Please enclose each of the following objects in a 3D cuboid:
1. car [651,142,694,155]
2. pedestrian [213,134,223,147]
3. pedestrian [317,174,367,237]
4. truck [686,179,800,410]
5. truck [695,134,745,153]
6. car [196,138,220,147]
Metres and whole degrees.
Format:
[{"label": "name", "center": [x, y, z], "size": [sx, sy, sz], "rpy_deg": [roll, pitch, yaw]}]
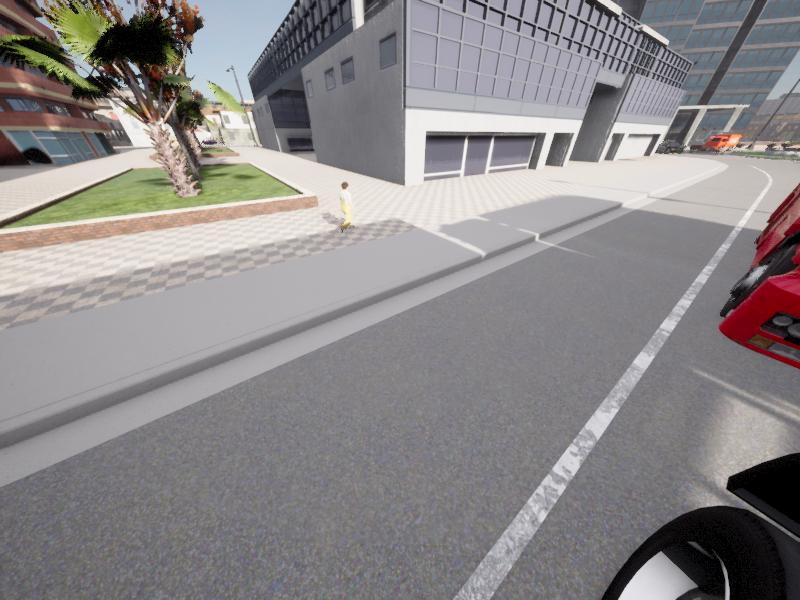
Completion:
[{"label": "car", "center": [41.326, -23.207, 35.270], "size": [2.038, 1.542, 4.974], "rpy_deg": [10, 37, 15]}, {"label": "pedestrian", "center": [-30.702, -26.879, 38.961], "size": [0.751, 1.860, 0.751], "rpy_deg": [-22, 41, -28]}, {"label": "pedestrian", "center": [-1.439, -2.442, 5.937], "size": [0.751, 1.300, 0.751], "rpy_deg": [22, 41, 29]}, {"label": "truck", "center": [7.861, -1.570, 2.780], "size": [8.468, 3.827, 2.891], "rpy_deg": [-22, 41, -28]}, {"label": "truck", "center": [53.420, -26.191, 38.612], "size": [5.204, 2.467, 2.627], "rpy_deg": [-13, 37, -18]}, {"label": "car", "center": [-41.177, -33.932, 49.611], "size": [3.633, 1.501, 1.845], "rpy_deg": [-22, 41, -28]}]
